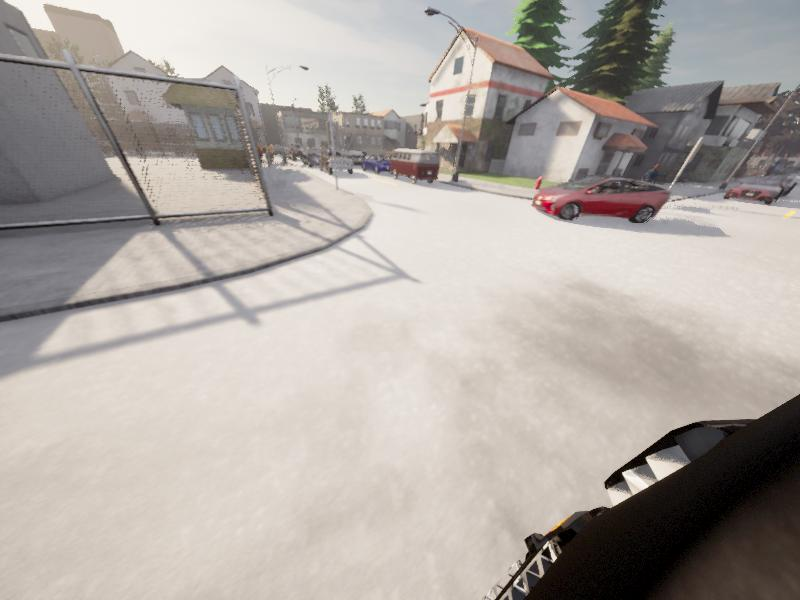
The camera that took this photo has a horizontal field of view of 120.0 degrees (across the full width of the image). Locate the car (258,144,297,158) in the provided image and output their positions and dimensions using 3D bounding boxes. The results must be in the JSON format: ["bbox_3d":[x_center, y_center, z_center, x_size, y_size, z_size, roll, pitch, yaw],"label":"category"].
[{"bbox_3d":[-18.558,-22.727,35.128,4.902,1.511,2.128,11,35,11],"label":"car"}]

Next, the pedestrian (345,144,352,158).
[{"bbox_3d":[-8.518,-24.916,38.586,0.751,1.860,0.751,11,35,11],"label":"pedestrian"}]

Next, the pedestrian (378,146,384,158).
[{"bbox_3d":[-3.403,-26.612,41.500,0.751,1.860,0.751,-10,36,-19],"label":"pedestrian"}]

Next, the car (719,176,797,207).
[{"bbox_3d":[23.876,-7.332,15.410,4.181,1.385,1.994,-16,38,-26],"label":"car"}]

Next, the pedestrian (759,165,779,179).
[{"bbox_3d":[59.785,-20.727,37.417,0.751,1.860,0.751,-11,36,-20],"label":"pedestrian"}]

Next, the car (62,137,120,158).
[{"bbox_3d":[-29.202,-14.600,22.059,1.816,1.474,4.193,-16,38,-26],"label":"car"}]

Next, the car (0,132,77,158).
[{"bbox_3d":[-31.575,-13.501,20.118,2.242,1.667,4.611,-16,38,-26],"label":"car"}]

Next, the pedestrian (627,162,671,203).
[{"bbox_3d":[13.209,-6.261,12.345,0.751,1.860,0.751,20,37,24],"label":"pedestrian"}]

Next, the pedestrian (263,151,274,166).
[{"bbox_3d":[-12.053,-12.950,21.145,0.500,1.100,0.500,-3,34,-9],"label":"pedestrian"}]

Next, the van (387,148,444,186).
[{"bbox_3d":[0.887,-9.708,16.696,1.775,1.987,4.442,-17,38,-26],"label":"van"}]

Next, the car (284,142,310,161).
[{"bbox_3d":[-13.345,-19.172,29.866,1.905,1.878,3.866,-18,39,-28],"label":"car"}]

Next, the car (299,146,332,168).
[{"bbox_3d":[-8.882,-14.894,24.041,2.033,1.649,4.856,-15,38,-25],"label":"car"}]

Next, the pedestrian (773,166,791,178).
[{"bbox_3d":[66.633,-22.331,40.307,0.751,1.860,0.751,-13,37,-23],"label":"pedestrian"}]

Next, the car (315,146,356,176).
[{"bbox_3d":[-5.421,-11.637,19.206,1.932,1.855,4.605,-15,38,-24],"label":"car"}]

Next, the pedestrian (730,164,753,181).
[{"bbox_3d":[43.608,-16.264,29.548,0.751,1.860,0.751,-16,38,-26],"label":"pedestrian"}]

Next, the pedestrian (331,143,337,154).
[{"bbox_3d":[-13.848,-31.639,48.249,0.751,1.860,0.751,-24,42,-34],"label":"pedestrian"}]

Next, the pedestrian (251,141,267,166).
[{"bbox_3d":[-12.314,-12.772,20.176,0.751,1.860,0.751,-13,37,-22],"label":"pedestrian"}]

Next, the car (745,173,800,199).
[{"bbox_3d":[30.162,-9.202,18.526,3.633,1.501,1.845,-16,38,-26],"label":"car"}]

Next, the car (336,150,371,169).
[{"bbox_3d":[-5.223,-15.590,25.485,2.163,1.488,4.792,-16,38,-26],"label":"car"}]

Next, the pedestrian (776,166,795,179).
[{"bbox_3d":[65.002,-21.515,38.967,0.751,1.860,0.751,-15,38,-25],"label":"pedestrian"}]

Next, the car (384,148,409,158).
[{"bbox_3d":[-0.737,-32.090,50.381,5.366,1.575,1.801,-17,38,-27],"label":"car"}]

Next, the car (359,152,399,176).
[{"bbox_3d":[-1.976,-12.320,20.846,1.816,1.474,4.193,-16,38,-26],"label":"car"}]

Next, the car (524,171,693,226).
[{"bbox_3d":[7.943,-4.139,9.312,4.514,1.525,2.007,3,34,0],"label":"car"}]

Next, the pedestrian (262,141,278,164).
[{"bbox_3d":[-12.781,-14.515,22.747,0.751,1.860,0.751,-3,34,-9],"label":"pedestrian"}]

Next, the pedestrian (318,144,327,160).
[{"bbox_3d":[-11.056,-21.232,33.096,0.751,1.860,0.751,2,34,-1],"label":"pedestrian"}]
